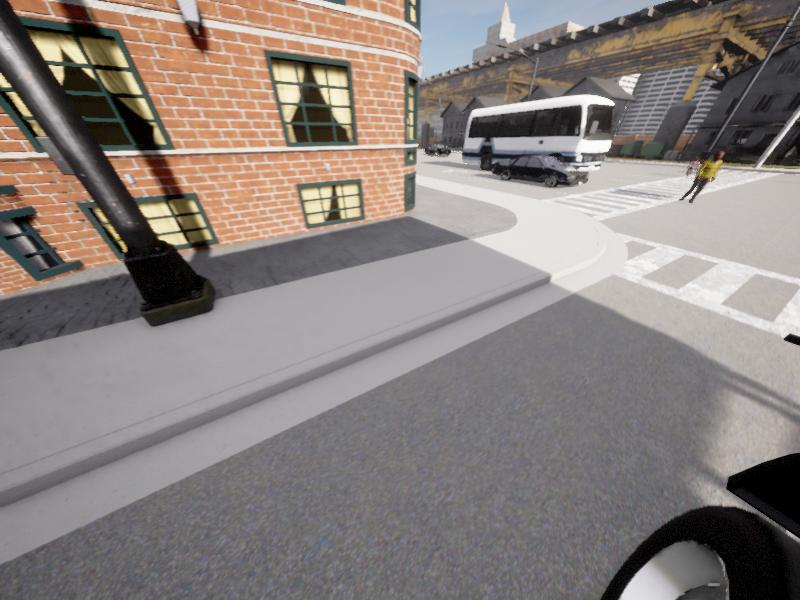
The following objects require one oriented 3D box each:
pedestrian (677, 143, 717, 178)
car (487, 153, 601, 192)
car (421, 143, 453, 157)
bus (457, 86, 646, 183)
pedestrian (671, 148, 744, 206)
[{"bbox_3d":[18.973,-8.908,14.790,0.751,1.860,0.751,-22,40,-28],"label":"pedestrian"},{"bbox_3d":[8.033,-7.714,13.673,2.033,1.411,5.357,-18,39,-23],"label":"car"},{"bbox_3d":[5.518,-22.776,35.042,1.930,1.638,5.238,-18,39,-23],"label":"car"},{"bbox_3d":[9.413,-11.727,16.911,3.944,4.253,10.273,-18,38,-23],"label":"bus"},{"bbox_3d":[11.710,-4.724,8.897,0.751,1.860,0.751,17,39,24],"label":"pedestrian"}]
